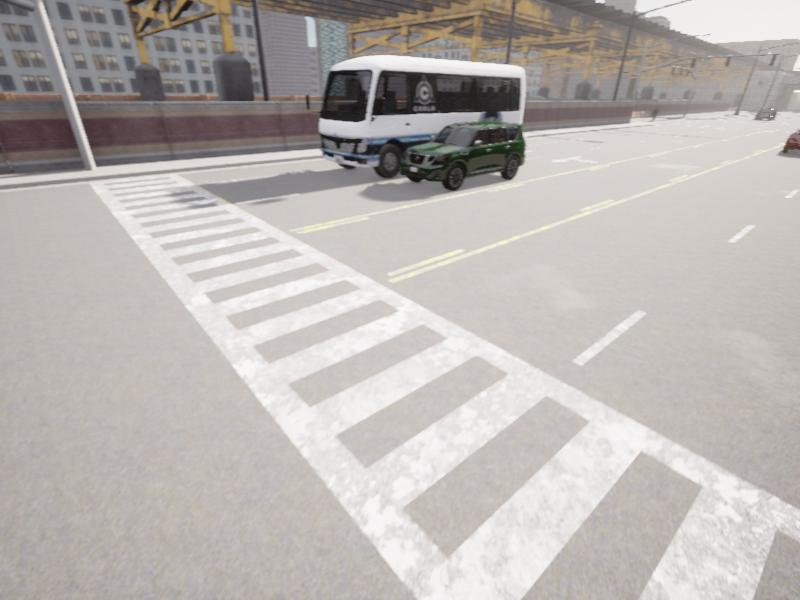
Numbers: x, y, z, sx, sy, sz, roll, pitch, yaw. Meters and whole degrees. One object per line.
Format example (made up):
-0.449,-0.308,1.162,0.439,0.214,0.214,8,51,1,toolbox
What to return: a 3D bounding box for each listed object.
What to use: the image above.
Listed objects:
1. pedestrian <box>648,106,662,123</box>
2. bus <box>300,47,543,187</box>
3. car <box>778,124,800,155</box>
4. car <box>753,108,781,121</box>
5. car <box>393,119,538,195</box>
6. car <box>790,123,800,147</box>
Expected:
32.390,-23.573,50.812,0.751,1.860,0.751,-15,31,-28,pedestrian
1.377,-8.159,17.675,10.273,4.253,3.944,-21,35,-36,bus
25.369,-9.974,24.840,3.633,1.501,1.845,-21,35,-36,car
56.285,-28.530,61.353,4.856,1.649,2.033,-21,35,-36,car
2.560,-5.579,15.138,5.566,2.045,2.150,-21,35,-36,car
29.825,-11.778,28.292,4.611,1.667,2.242,-21,35,-36,car
